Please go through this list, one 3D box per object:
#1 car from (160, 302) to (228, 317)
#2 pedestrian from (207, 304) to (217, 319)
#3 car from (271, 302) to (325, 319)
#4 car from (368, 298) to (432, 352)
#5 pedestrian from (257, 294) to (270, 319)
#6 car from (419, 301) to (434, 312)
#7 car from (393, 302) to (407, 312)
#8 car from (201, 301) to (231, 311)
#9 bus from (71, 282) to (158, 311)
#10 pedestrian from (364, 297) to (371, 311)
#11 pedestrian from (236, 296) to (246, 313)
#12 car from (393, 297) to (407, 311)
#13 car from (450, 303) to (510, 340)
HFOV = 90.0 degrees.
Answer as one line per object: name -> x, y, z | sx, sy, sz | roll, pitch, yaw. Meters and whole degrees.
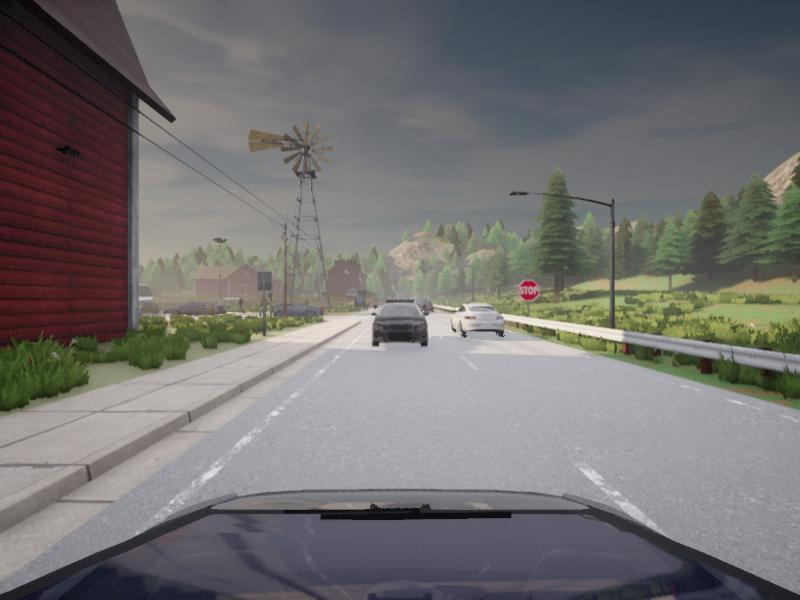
car -> -19.471, 0.902, 38.028 | 5.357, 1.411, 2.033 | 0, 0, -1
pedestrian -> -14.409, 0.871, 30.628 | 0.500, 1.100, 0.500 | 0, 0, 9
car -> -8.767, 0.914, 34.727 | 4.181, 1.385, 1.994 | 0, 0, -2
car -> 0.002, 0.774, 14.817 | 1.930, 1.638, 5.238 | 0, 0, 0
pedestrian -> -10.224, 0.491, 29.960 | 0.751, 1.860, 0.751 | 0, 0, -4
car -> 3.500, 0.865, 53.752 | 1.816, 1.474, 4.193 | 0, 0, 0
car -> 0.003, 0.954, 54.227 | 1.895, 1.301, 4.718 | 0, 0, 0
car -> -28.024, 0.865, 61.021 | 3.806, 1.475, 1.970 | 0, 0, -14
bus -> -42.709, -0.524, 60.184 | 10.273, 4.253, 3.944 | 0, 0, -1
pedestrian -> -4.266, 0.495, 52.733 | 0.751, 1.860, 0.751 | 0, 0, -17
pedestrian -> -17.604, 0.493, 44.297 | 0.751, 1.860, 0.751 | 0, 0, 26
car -> 0.001, 0.579, 62.957 | 2.150, 2.045, 5.566 | 0, 0, 0
car -> 3.502, 0.873, 18.439 | 1.812, 1.442, 4.674 | 0, 0, 0
